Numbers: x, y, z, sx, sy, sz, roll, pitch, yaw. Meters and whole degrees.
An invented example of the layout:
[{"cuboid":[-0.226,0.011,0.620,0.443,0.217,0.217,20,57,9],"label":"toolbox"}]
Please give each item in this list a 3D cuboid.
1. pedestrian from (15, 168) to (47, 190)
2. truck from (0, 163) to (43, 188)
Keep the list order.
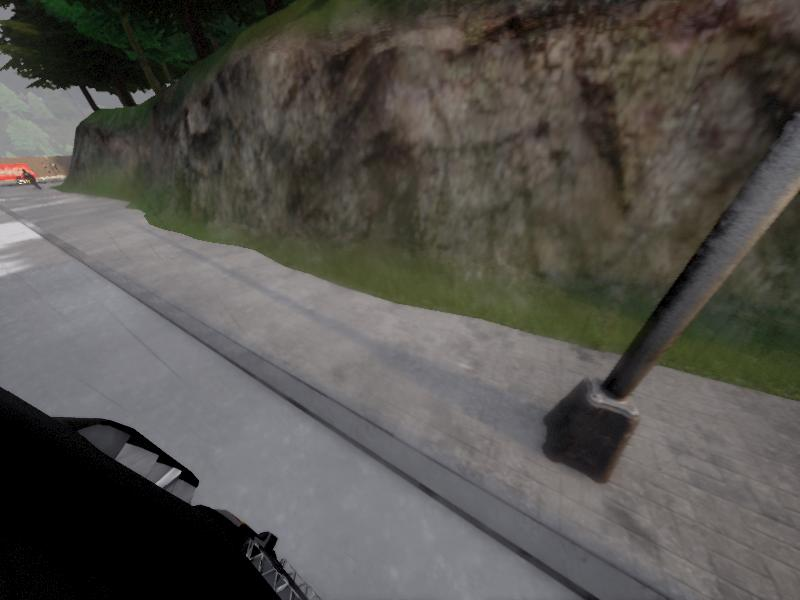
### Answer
[{"cuboid":[-35.665,-11.702,22.338,0.751,1.860,0.751,16,38,26],"label":"pedestrian"},{"cuboid":[-50.400,-15.624,29.073,2.627,2.467,5.204,16,37,26],"label":"truck"}]
